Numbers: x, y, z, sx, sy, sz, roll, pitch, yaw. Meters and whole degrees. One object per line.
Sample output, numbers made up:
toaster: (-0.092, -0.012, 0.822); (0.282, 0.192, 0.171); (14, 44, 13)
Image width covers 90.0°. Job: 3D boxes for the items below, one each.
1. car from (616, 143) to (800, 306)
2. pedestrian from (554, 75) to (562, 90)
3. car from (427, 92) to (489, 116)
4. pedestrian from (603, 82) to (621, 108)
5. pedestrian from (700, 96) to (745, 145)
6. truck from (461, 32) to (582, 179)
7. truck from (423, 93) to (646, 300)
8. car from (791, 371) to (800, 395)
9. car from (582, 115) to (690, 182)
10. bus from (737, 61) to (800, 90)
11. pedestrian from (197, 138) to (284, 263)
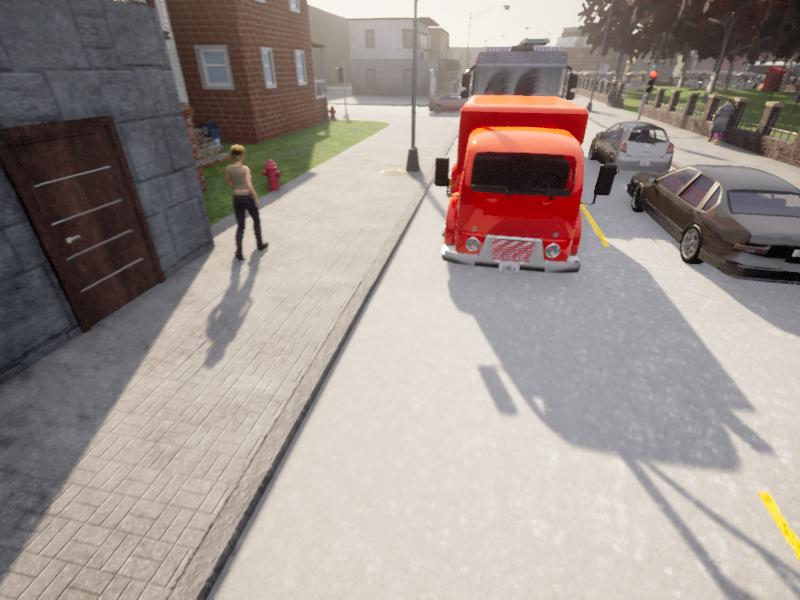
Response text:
car: (6.247, -1.860, 7.869); (2.033, 1.411, 5.357); (6, 31, 9)
pedestrian: (23.131, -31.849, 58.616); (0.751, 1.860, 0.751); (7, 31, 11)
car: (4.155, -14.390, 29.314); (4.181, 1.385, 1.994); (0, 30, 1)
pedestrian: (17.693, -17.130, 33.382); (0.751, 1.860, 0.751); (6, 31, 10)
pedestrian: (13.913, -7.771, 17.337); (0.751, 1.860, 0.751); (6, 31, 10)
truck: (4.304, -7.668, 15.379); (2.891, 3.827, 8.468); (7, 31, 11)
truck: (2.180, -2.496, 7.848); (2.627, 2.467, 5.204); (6, 31, 10)
car: (4.661, 1.678, 1.616); (1.801, 1.575, 5.366); (6, 31, 10)
car: (7.692, -5.220, 13.497); (1.845, 1.501, 3.633); (5, 31, 8)
bus: (67.172, -40.143, 71.525); (3.944, 4.253, 10.273); (-3, 30, -5)
pedestrian: (-2.606, -1.659, 6.727); (0.751, 1.860, 0.751); (6, 31, 10)
